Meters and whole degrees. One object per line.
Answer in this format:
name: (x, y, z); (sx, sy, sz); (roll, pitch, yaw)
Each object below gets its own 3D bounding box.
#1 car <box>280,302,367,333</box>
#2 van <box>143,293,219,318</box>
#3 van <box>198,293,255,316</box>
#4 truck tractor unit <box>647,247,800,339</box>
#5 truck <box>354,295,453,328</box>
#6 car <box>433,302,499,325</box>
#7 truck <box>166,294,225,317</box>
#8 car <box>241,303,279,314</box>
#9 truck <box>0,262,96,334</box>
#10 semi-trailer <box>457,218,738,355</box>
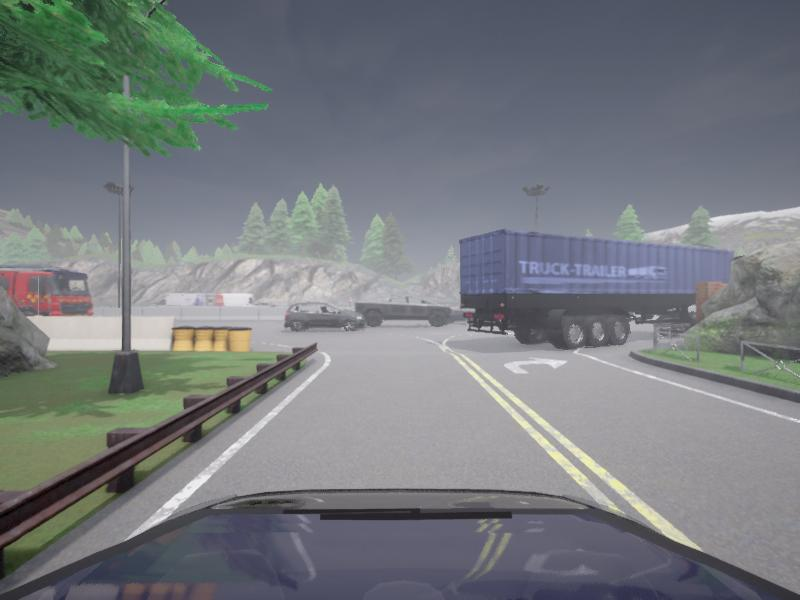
car: (-4.271, 0.959, 23.072); (4.611, 1.667, 2.242); (0, 0, -1)
van: (-21.944, 0.584, 40.307); (6.366, 2.431, 2.351); (0, 0, -1)
van: (-20.411, 0.531, 47.267); (5.915, 2.561, 1.988); (0, 0, 0)
truck tractor unit: (16.459, -0.316, 19.848); (6.516, 4.208, 3.053); (0, 0, 0)
truck: (0.210, 0.747, 26.640); (6.274, 2.098, 2.390); (0, 0, -1)
car: (4.873, 0.961, 30.211); (4.611, 1.667, 2.242); (0, 0, -1)
truck: (-22.294, 0.569, 43.800); (5.204, 2.467, 2.627); (0, 0, -1)
car: (-17.798, 1.064, 50.868); (4.193, 1.474, 1.816); (0, 0, -1)
truck: (-22.671, -0.119, 22.787); (8.468, 3.827, 2.891); (0, 0, -1)
semi-trailer: (9.162, -0.417, 17.185); (14.254, 4.402, 2.717); (0, 0, -26)
